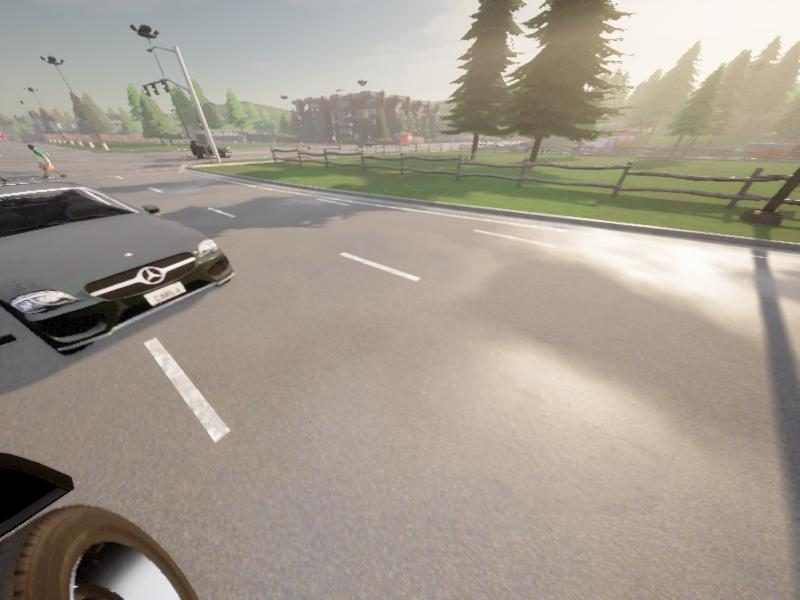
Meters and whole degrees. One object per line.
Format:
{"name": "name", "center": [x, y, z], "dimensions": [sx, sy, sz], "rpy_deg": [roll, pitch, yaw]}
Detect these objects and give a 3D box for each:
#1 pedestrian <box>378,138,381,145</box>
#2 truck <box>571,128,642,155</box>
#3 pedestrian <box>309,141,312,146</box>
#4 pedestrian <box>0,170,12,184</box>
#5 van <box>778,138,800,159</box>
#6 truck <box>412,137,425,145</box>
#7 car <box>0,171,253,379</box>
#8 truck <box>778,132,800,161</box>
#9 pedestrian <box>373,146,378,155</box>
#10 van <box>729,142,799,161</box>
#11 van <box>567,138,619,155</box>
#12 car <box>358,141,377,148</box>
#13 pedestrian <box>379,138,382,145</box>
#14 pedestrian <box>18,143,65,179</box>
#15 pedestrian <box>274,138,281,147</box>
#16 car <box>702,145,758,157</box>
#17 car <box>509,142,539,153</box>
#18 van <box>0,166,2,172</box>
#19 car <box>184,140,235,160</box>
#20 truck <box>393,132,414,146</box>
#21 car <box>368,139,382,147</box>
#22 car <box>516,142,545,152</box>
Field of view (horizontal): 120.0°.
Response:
{"name": "pedestrian", "center": [-7.478, -56.900, 82.878], "dimensions": [0.751, 1.860, 0.751], "rpy_deg": [25, 42, 31]}
{"name": "truck", "center": [36.972, -28.771, 41.908], "dimensions": [8.468, 3.827, 2.891], "rpy_deg": [22, 41, 28]}
{"name": "pedestrian", "center": [-24.076, -41.972, 62.131], "dimensions": [0.500, 1.100, 0.500], "rpy_deg": [25, 42, 31]}
{"name": "pedestrian", "center": [-22.301, -7.234, 12.332], "dimensions": [0.751, 1.860, 0.751], "rpy_deg": [21, 40, 27]}
{"name": "van", "center": [62.842, -22.580, 34.445], "dimensions": [5.915, 2.561, 1.988], "rpy_deg": [22, 41, 28]}
{"name": "truck", "center": [7.020, -60.202, 87.498], "dimensions": [2.627, 2.467, 5.204], "rpy_deg": [22, 40, 28]}
{"name": "car", "center": [-5.403, -0.965, 3.838], "dimensions": [5.027, 1.651, 2.152], "rpy_deg": [16, 38, 21]}
{"name": "truck", "center": [58.095, -20.112, 29.806], "dimensions": [8.468, 3.827, 2.891], "rpy_deg": [22, 41, 28]}
{"name": "pedestrian", "center": [-3.445, -21.267, 32.884], "dimensions": [0.500, 1.100, 0.500], "rpy_deg": [25, 42, 31]}
{"name": "van", "center": [49.642, -20.357, 31.668], "dimensions": [4.442, 1.987, 1.775], "rpy_deg": [22, 41, 28]}
{"name": "van", "center": [33.758, -27.050, 40.644], "dimensions": [6.366, 2.431, 2.351], "rpy_deg": [22, 41, 28]}
{"name": "car", "center": [-8.377, -40.396, 60.005], "dimensions": [1.837, 1.490, 4.892], "rpy_deg": [23, 41, 28]}
{"name": "pedestrian", "center": [-6.909, -55.358, 80.689], "dimensions": [0.751, 1.860, 0.751], "rpy_deg": [14, 37, 19]}
{"name": "pedestrian", "center": [-21.947, -8.538, 14.188], "dimensions": [0.751, 1.860, 0.751], "rpy_deg": [25, 42, 31]}
{"name": "pedestrian", "center": [-29.578, -38.037, 55.815], "dimensions": [0.751, 1.860, 0.751], "rpy_deg": [25, 42, 31]}
{"name": "car", "center": [55.414, -25.215, 38.980], "dimensions": [4.974, 1.542, 2.038], "rpy_deg": [22, 41, 28]}
{"name": "car", "center": [24.667, -30.446, 46.080], "dimensions": [4.856, 1.649, 2.033], "rpy_deg": [22, 41, 28]}
{"name": "van", "center": [-32.264, -10.807, 17.240], "dimensions": [4.442, 1.987, 1.775], "rpy_deg": [22, 41, 28]}
{"name": "car", "center": [-22.538, -17.865, 27.467], "dimensions": [1.905, 1.878, 3.866], "rpy_deg": [23, 41, 28]}
{"name": "truck", "center": [1.190, -55.947, 80.202], "dimensions": [2.891, 3.827, 8.468], "rpy_deg": [22, 40, 28]}
{"name": "car", "center": [-7.211, -44.938, 66.161], "dimensions": [1.905, 1.878, 3.866], "rpy_deg": [23, 41, 28]}
{"name": "car", "center": [28.713, -33.708, 50.765], "dimensions": [5.027, 1.651, 2.152], "rpy_deg": [22, 41, 28]}
